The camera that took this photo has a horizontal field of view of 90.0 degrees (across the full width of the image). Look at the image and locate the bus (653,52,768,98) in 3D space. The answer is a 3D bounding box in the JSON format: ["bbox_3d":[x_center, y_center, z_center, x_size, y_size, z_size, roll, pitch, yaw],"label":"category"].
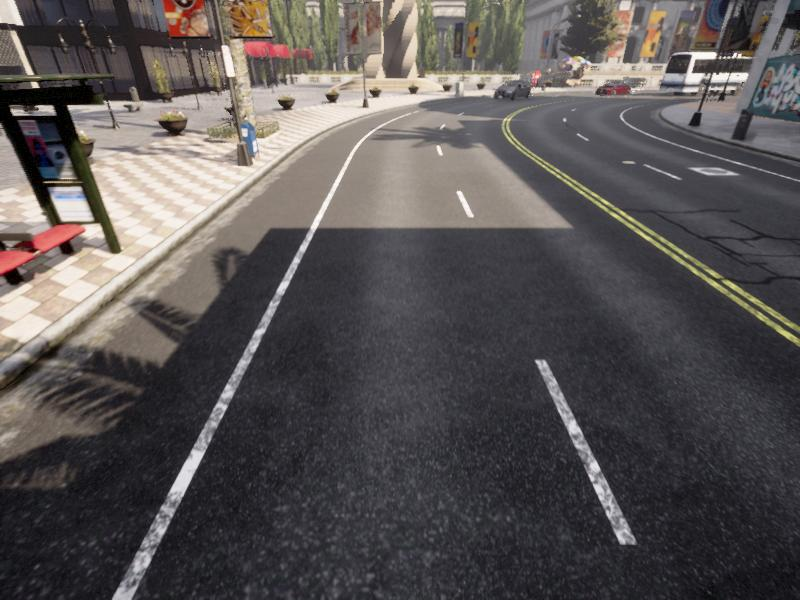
[{"bbox_3d":[35.373,-25.840,45.843,10.273,4.253,3.944,-9,31,-14],"label":"bus"}]

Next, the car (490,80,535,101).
[{"bbox_3d":[11.459,-21.282,40.583,2.242,1.667,4.611,25,39,36],"label":"car"}]

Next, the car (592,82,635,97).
[{"bbox_3d":[24.515,-24.202,45.875,4.181,1.385,1.994,-15,34,-24],"label":"car"}]
